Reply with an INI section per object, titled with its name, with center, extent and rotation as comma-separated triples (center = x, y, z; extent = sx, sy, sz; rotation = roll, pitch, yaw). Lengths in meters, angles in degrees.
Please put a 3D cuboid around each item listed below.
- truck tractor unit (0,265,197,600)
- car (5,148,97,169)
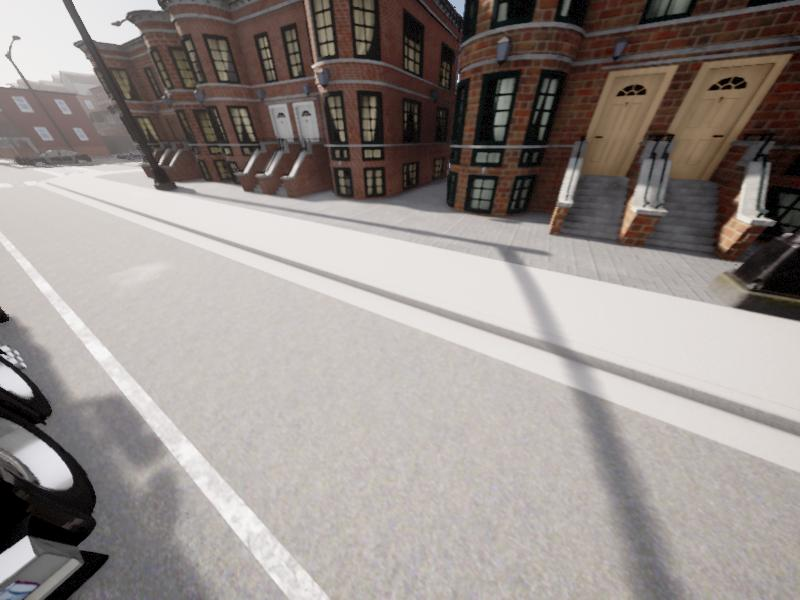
[truck tractor unit]
center = -5.114, -0.298, 0.777
extent = 6.516, 4.208, 3.053
rotation = 18, 39, 24
[car]
center = -38.031, -15.679, 25.437
extent = 1.930, 1.638, 5.238
rotation = 17, 38, 23
